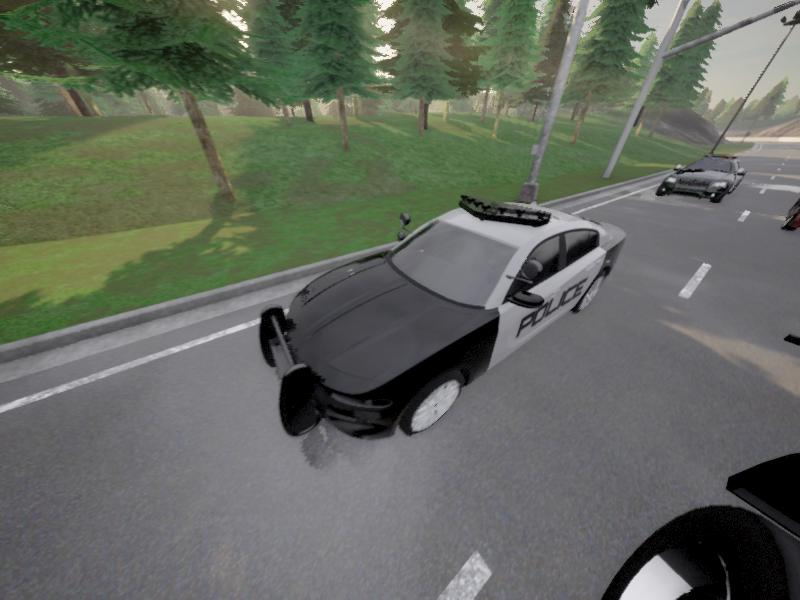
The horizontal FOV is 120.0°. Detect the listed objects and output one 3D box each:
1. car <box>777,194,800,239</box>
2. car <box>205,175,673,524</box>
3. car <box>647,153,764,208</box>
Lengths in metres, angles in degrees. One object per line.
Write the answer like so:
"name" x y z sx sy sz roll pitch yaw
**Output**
"car" 12.668 -2.582 6.261 4.181 1.385 1.994 -22 41 -28
"car" 1.015 -0.402 3.040 5.238 1.638 1.930 -22 41 -28
"car" 13.392 -5.405 10.125 4.974 1.542 2.038 -22 40 -28
